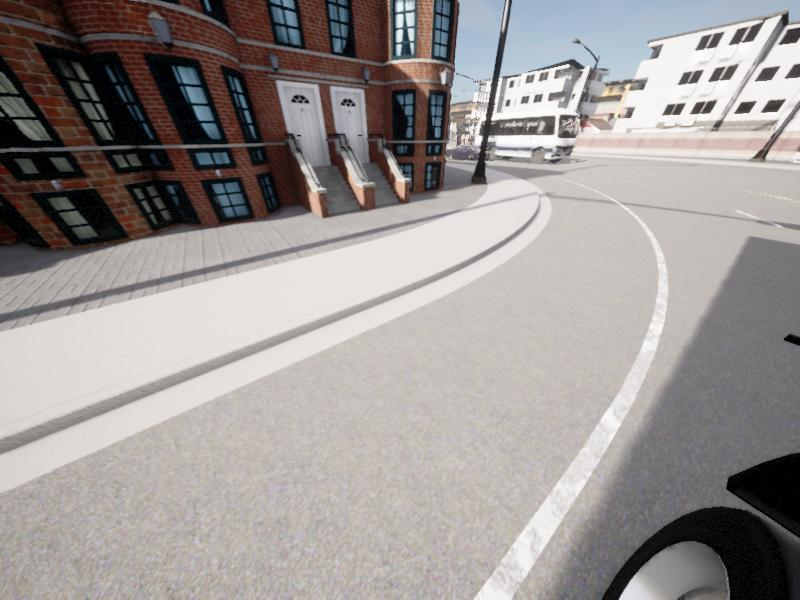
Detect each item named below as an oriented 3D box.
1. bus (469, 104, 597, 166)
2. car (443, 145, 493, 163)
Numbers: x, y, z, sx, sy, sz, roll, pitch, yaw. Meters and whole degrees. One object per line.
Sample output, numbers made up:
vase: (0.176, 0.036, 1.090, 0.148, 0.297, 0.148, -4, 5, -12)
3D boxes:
bus: (12.638, -16.817, 23.900, 3.944, 4.253, 10.273, -18, 39, -24)
car: (7.479, -16.545, 26.039, 2.033, 1.411, 5.357, -19, 39, -25)
